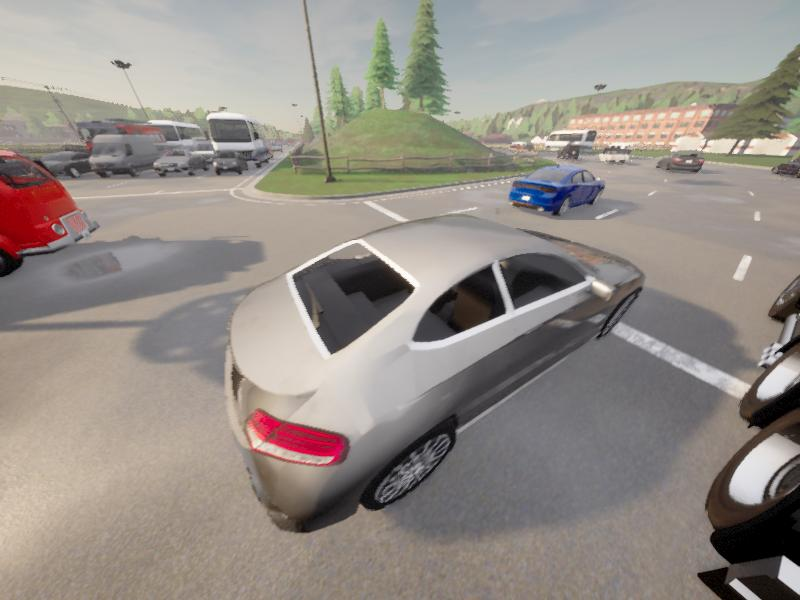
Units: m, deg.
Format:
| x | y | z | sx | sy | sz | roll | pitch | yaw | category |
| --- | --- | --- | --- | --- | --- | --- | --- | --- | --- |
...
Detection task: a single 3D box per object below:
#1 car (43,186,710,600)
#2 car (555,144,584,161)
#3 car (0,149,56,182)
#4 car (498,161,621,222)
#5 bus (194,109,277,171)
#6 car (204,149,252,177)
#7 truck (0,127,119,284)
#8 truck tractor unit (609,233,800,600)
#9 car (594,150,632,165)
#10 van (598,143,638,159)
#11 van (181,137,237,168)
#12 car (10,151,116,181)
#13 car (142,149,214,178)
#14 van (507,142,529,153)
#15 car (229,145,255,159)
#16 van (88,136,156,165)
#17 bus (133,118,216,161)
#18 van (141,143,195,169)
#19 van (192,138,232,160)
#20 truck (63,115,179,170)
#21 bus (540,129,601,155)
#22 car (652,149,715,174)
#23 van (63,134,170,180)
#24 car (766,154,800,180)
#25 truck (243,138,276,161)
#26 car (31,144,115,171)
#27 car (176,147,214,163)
| x | y | z | sx | sy | sz | roll | pitch | yaw | category |
| --- | --- | --- | --- | --- | --- | --- | --- | --- | --- |
| 0.857 | -0.101 | 2.771 | 5.027 | 1.651 | 2.152 | -20 | 39 | -26 | car |
| 24.735 | -21.654 | 33.894 | 1.905 | 1.878 | 3.866 | 8 | 35 | 10 | car |
| -27.083 | -9.001 | 15.388 | 2.242 | 1.667 | 4.611 | -11 | 36 | -15 | car |
| 6.518 | -4.594 | 9.386 | 5.008 | 1.535 | 1.882 | -22 | 41 | -29 | car |
| -15.881 | -16.301 | 23.765 | 3.944 | 4.253 | 10.273 | -11 | 36 | -15 | bus |
| -13.612 | -11.112 | 18.602 | 1.851 | 1.617 | 3.988 | -11 | 36 | -15 | car |
| -9.767 | -1.527 | 4.005 | 5.204 | 2.467 | 2.627 | -17 | 39 | -24 | truck |
| 5.053 | -0.353 | 0.868 | 6.516 | 4.208 | 3.053 | -20 | 39 | -27 | truck tractor unit |
| 26.787 | -18.050 | 29.220 | 1.895 | 1.301 | 4.718 | 12 | 36 | 16 | car |
| 36.030 | -24.799 | 38.390 | 2.069 | 2.038 | 4.480 | 3 | 34 | 1 | van |
| -19.793 | -15.716 | 24.493 | 2.351 | 2.431 | 6.366 | -11 | 36 | -15 | van |
| -23.943 | -9.850 | 16.795 | 1.837 | 1.490 | 4.892 | -11 | 36 | -15 | car |
| -17.186 | -10.942 | 18.314 | 2.152 | 1.651 | 5.027 | -11 | 36 | -15 | car |
| 28.902 | -37.639 | 56.924 | 2.069 | 2.038 | 4.480 | -10 | 36 | -15 | van |
| -24.176 | -22.869 | 35.498 | 1.930 | 1.638 | 5.238 | -11 | 36 | -15 | car |
| -31.874 | -17.519 | 26.911 | 1.988 | 2.561 | 5.915 | -11 | 36 | -15 | van |
| -30.389 | -22.204 | 32.192 | 3.944 | 4.253 | 10.273 | -11 | 36 | -15 | bus |
| -22.830 | -14.436 | 23.006 | 1.775 | 1.987 | 4.442 | -11 | 36 | -15 | van |
| -27.375 | -22.365 | 34.053 | 2.351 | 2.431 | 6.366 | -11 | 36 | -15 | van |
| -26.804 | -15.688 | 23.170 | 2.891 | 3.827 | 8.468 | -11 | 36 | -15 | truck |
| 37.766 | -35.574 | 52.049 | 3.944 | 4.253 | 10.273 | -10 | 36 | -15 | bus |
| 26.302 | -13.070 | 21.682 | 2.242 | 1.667 | 4.611 | 19 | 39 | 24 | car |
| -20.632 | -10.914 | 17.442 | 1.988 | 2.561 | 5.915 | -10 | 36 | -15 | van |
| 31.256 | -10.172 | 17.700 | 1.816 | 1.474 | 4.193 | 21 | 39 | 26 | car |
| -19.067 | -20.759 | 31.756 | 2.627 | 2.467 | 5.204 | -11 | 36 | -16 | truck |
| -29.436 | -13.096 | 21.112 | 1.932 | 1.855 | 4.605 | -11 | 36 | -15 | car |
| -24.882 | -17.718 | 28.215 | 1.812 | 1.442 | 4.674 | -11 | 36 | -15 | car |
